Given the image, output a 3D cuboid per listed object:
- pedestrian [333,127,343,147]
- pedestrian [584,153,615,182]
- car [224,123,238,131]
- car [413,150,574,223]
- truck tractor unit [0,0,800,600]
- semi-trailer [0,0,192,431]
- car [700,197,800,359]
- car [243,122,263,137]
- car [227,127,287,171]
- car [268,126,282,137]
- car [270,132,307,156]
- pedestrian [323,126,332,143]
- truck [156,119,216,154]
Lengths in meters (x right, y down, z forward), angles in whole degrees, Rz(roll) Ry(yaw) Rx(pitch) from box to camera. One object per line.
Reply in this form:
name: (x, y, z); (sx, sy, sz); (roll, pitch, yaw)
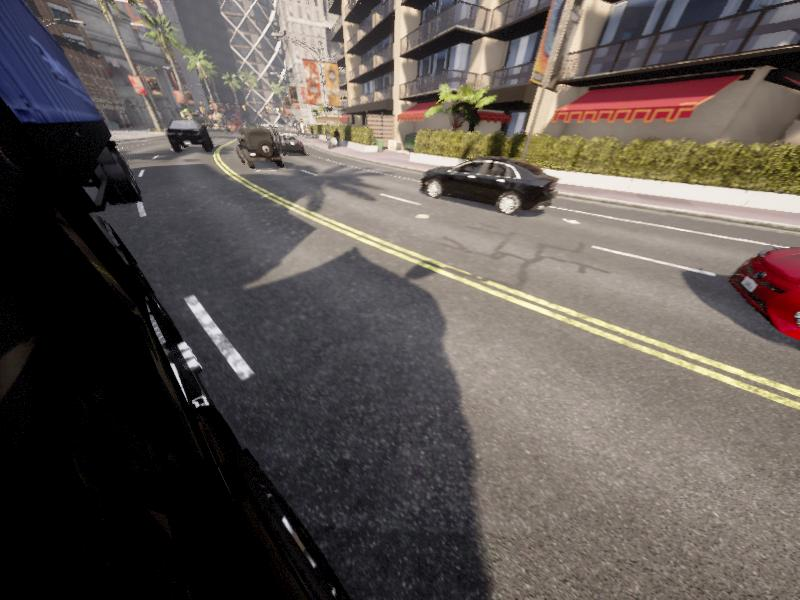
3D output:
pedestrian: (-7.228, -18.913, 26.807); (0.751, 1.860, 0.751); (-16, 40, -23)
pedestrian: (11.131, -7.428, 12.921); (0.751, 1.300, 0.751); (31, 45, 33)
car: (-44.845, -45.890, 61.259); (2.097, 1.767, 4.553); (-13, 39, -20)
car: (3.029, -4.340, 8.410); (4.892, 1.490, 1.837); (28, 44, 30)
truck tractor unit: (-2.645, -0.295, 0.352); (6.516, 4.208, 3.053); (28, 44, 30)
semi-trailer: (-8.240, -3.863, 4.656); (2.717, 4.402, 14.254); (-29, 47, -34)
car: (7.212, 0.291, 2.399); (4.514, 1.525, 2.007); (22, 41, 25)
car: (-26.991, -31.401, 42.594); (2.150, 2.045, 5.566); (-12, 39, -19)
car: (-8.620, -9.180, 13.912); (1.905, 1.878, 3.866); (-23, 44, -30)
car: (-24.533, -33.053, 45.326); (1.851, 1.617, 3.988); (-13, 39, -20)
car: (-9.923, -13.840, 20.449); (1.970, 1.475, 3.806); (-20, 42, -27)
pedestrian: (-10.082, -23.013, 32.154); (0.751, 1.860, 0.751); (-14, 40, -20)
truck: (-17.761, -13.957, 19.631); (2.390, 2.098, 6.274); (-17, 41, -24)
